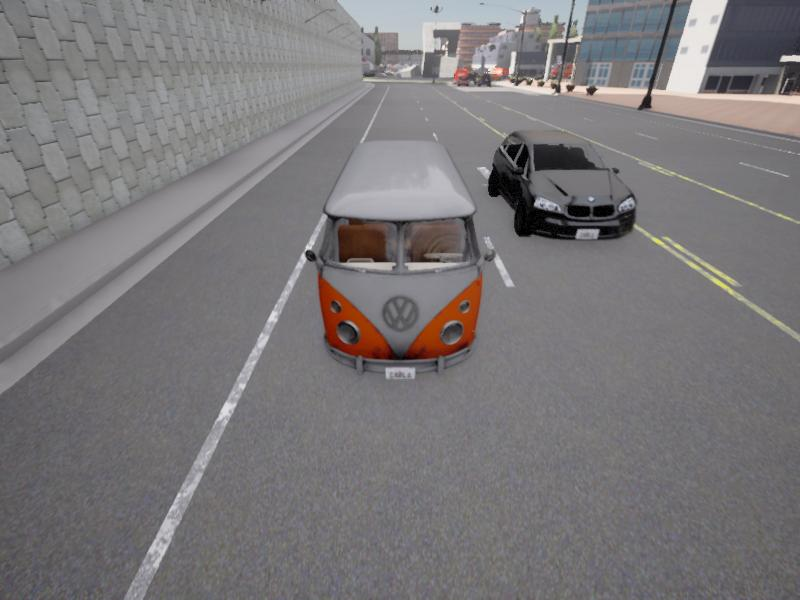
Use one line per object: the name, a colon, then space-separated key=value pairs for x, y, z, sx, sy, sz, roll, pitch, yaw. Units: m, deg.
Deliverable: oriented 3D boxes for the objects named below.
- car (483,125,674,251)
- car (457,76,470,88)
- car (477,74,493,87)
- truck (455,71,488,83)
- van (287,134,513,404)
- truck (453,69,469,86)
car: x=3.504 y=-2.819 z=9.153 sx=2.242 sy=1.667 sz=4.611 roll=0 pitch=30 yaw=0
car: x=10.552 y=-36.463 z=66.738 sx=1.851 sy=1.617 sz=3.988 roll=2 pitch=30 yaw=3
car: x=14.021 y=-36.246 z=66.033 sx=1.905 sy=1.878 sz=3.866 roll=2 pitch=30 yaw=3
truck: x=14.735 y=-46.150 z=82.714 sx=6.274 sy=2.098 sz=2.390 roll=-12 pitch=32 yaw=-19
van: x=0.002 y=-0.903 z=5.562 sx=1.775 sy=1.987 sz=4.442 roll=0 pitch=31 yaw=0
truck: x=11.186 y=-40.769 z=73.185 sx=2.627 sy=2.467 sz=5.204 roll=3 pitch=31 yaw=6
